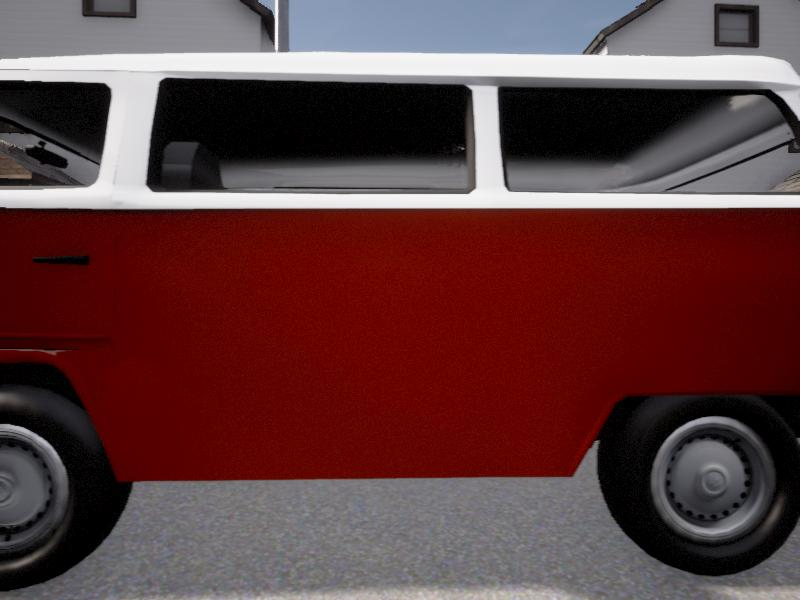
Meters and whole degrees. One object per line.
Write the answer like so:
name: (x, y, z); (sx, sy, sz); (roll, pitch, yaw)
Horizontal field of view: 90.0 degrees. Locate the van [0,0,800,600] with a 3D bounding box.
van: (-0.197, -0.028, 2.199); (4.480, 2.038, 2.069); (0, 0, -2)
